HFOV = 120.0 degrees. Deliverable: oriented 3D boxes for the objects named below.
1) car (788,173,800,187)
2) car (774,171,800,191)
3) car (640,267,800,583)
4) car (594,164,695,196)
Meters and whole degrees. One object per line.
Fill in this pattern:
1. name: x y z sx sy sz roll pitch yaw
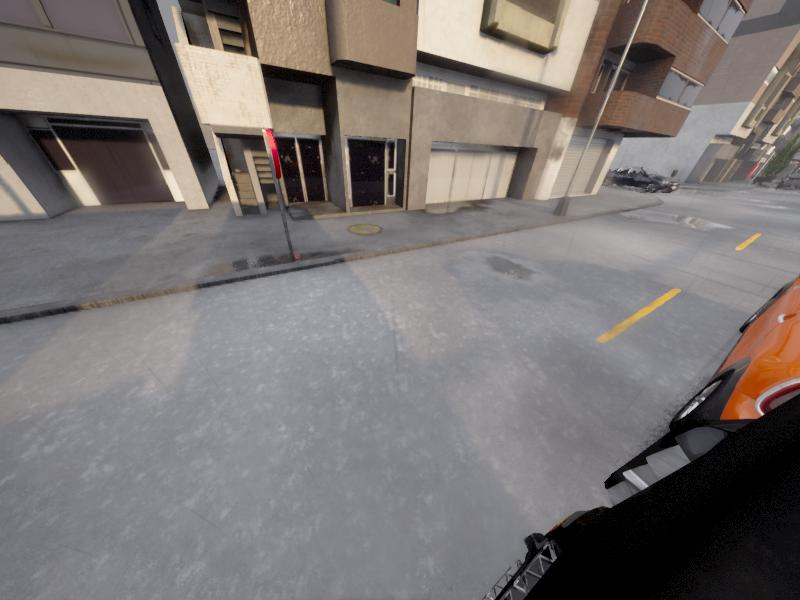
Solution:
1. car: 55.069 -16.251 31.174 5.366 1.575 1.801 -16 38 -26
2. car: 45.542 -13.621 26.296 4.553 1.767 2.097 -16 38 -26
3. car: 4.629 0.593 1.779 4.553 1.767 2.097 -16 38 -26
4. car: 19.144 -9.704 18.542 2.152 1.651 5.027 -7 35 -15
